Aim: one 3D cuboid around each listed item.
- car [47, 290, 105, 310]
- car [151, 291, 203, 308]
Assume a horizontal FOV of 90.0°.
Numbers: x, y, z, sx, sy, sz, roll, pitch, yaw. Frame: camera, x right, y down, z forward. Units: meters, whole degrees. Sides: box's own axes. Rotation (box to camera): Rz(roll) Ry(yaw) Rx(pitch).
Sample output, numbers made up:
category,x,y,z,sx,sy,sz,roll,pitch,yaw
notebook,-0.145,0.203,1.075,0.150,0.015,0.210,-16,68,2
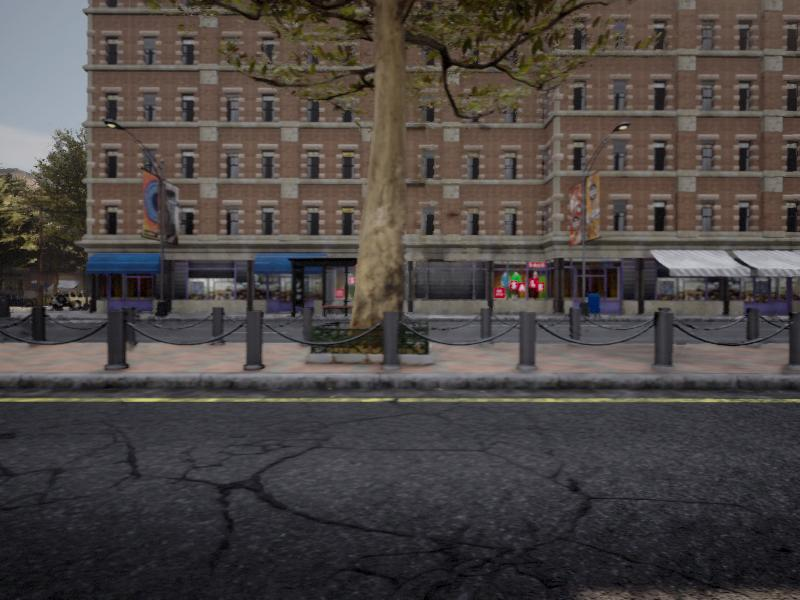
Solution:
category,x,y,z,sx,sy,sz,roll,pitch,yaw
car,-31.205,0.004,38.761,1.932,1.855,4.605,0,0,-1
car,-28.682,-0.073,51.631,5.566,2.045,2.150,0,0,0
